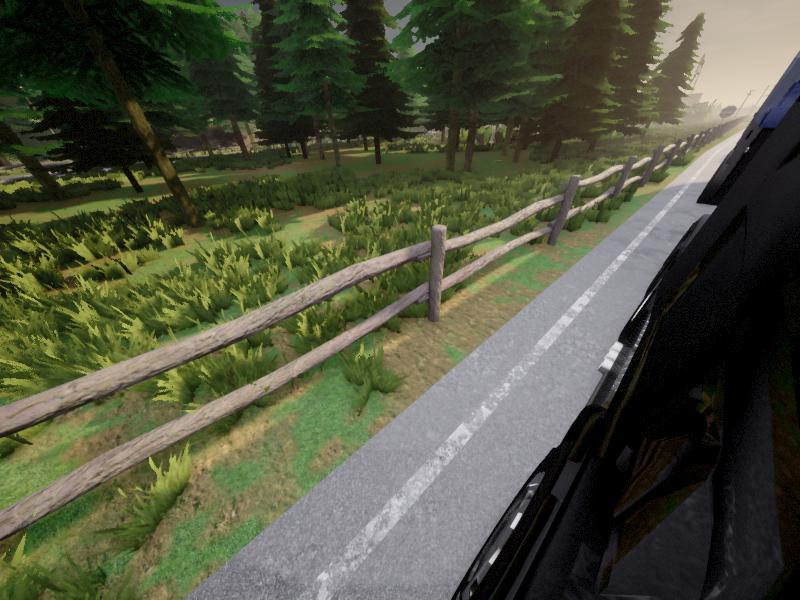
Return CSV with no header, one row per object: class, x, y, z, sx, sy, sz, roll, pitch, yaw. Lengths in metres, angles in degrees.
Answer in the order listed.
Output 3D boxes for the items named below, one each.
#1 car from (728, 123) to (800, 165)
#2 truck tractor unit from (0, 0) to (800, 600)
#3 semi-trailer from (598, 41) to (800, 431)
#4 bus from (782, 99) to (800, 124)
car,20.279,-8.600,12.580,4.902,1.511,2.128,-28,44,-30
truck tractor unit,2.645,-0.295,0.351,6.516,4.208,3.053,-28,44,-30
semi-trailer,8.687,-3.615,4.236,14.254,4.402,2.717,-28,44,-30
bus,76.714,-35.805,43.073,10.273,4.253,3.944,-27,43,-29
